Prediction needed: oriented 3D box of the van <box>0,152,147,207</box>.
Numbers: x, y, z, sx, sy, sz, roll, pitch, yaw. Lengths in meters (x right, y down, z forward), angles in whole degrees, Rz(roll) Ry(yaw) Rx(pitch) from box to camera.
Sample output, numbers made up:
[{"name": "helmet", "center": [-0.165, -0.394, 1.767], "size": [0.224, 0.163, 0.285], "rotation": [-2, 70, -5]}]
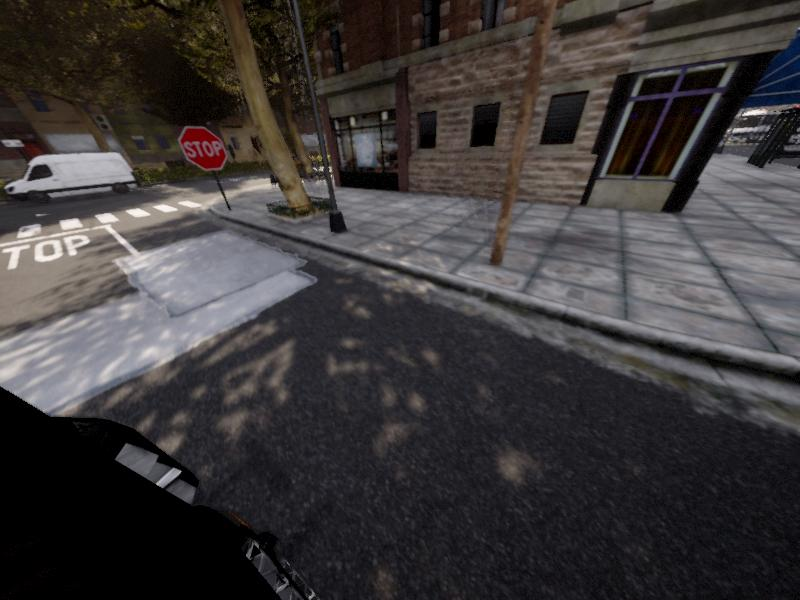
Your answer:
[{"name": "van", "center": [-21.931, -8.286, 15.530], "size": [1.988, 2.561, 5.915], "rotation": [21, 41, 31]}]

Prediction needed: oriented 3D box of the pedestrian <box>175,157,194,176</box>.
[{"name": "pedestrian", "center": [-24.708, -15.334, 26.494], "size": [0.751, 1.860, 0.751], "rotation": [21, 41, 31]}]

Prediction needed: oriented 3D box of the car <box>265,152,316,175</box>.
[{"name": "car", "center": [-12.197, -15.480, 26.093], "size": [1.932, 1.855, 4.605], "rotation": [21, 40, 31]}]

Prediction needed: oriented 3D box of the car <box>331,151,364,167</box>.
[{"name": "car", "center": [-7.045, -19.330, 31.667], "size": [1.851, 1.617, 3.988], "rotation": [21, 41, 31]}]
